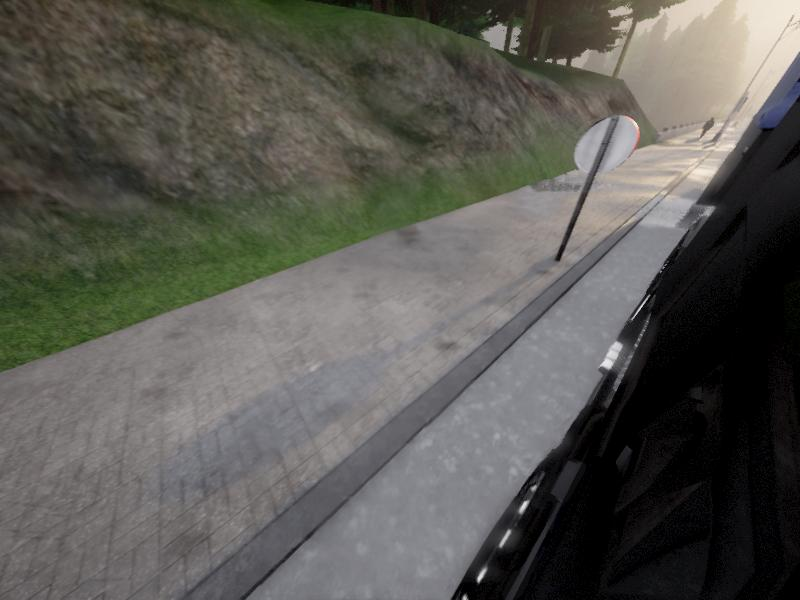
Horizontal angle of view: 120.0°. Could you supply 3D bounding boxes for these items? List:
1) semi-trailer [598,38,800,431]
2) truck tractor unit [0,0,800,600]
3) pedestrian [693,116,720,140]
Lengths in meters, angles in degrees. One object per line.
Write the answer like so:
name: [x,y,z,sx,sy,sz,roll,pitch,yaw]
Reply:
semi-trailer: [8.695,-3.598,4.245,14.254,4.402,2.717,-28,43,-30]
truck tractor unit: [2.645,-0.295,0.351,6.516,4.208,3.053,-28,44,-30]
pedestrian: [29.983,-16.824,22.590,0.751,1.860,0.751,-26,42,-28]
